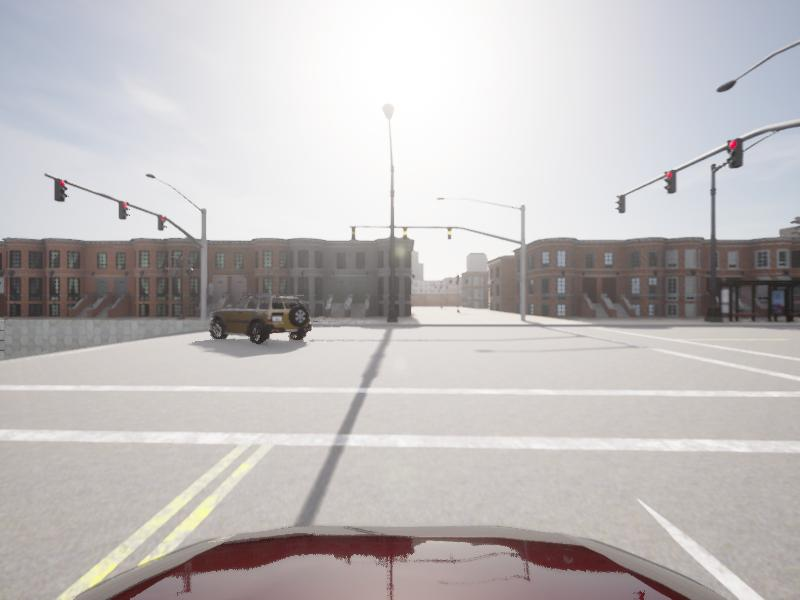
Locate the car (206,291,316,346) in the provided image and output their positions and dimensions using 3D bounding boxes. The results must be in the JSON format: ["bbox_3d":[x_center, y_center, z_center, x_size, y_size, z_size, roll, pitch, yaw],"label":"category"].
[{"bbox_3d":[-5.555,0.667,15.734,4.605,1.855,1.932,-1,-2,39],"label":"car"}]
